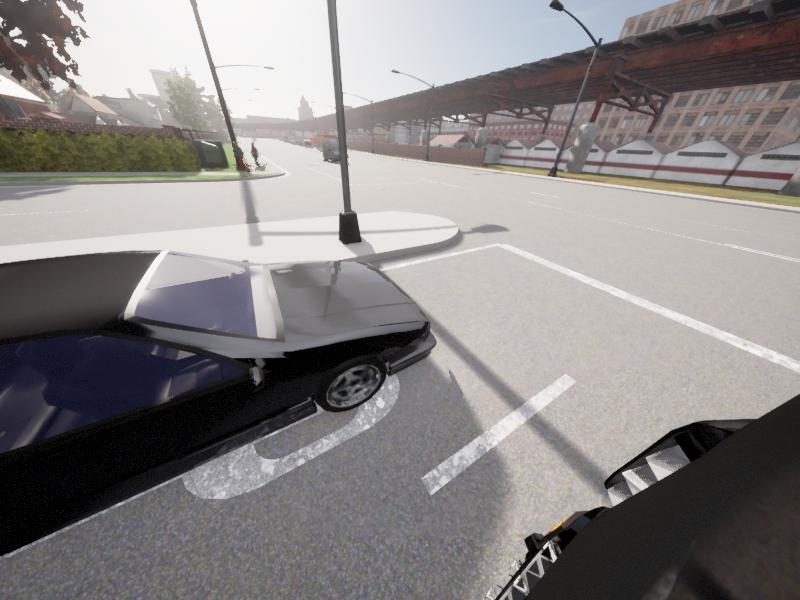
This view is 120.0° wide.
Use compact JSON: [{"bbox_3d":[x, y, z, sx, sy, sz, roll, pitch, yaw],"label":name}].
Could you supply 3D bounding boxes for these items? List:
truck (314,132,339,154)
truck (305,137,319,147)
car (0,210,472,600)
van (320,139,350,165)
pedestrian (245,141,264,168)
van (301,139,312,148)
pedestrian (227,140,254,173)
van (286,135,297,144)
[{"bbox_3d":[-17.225,-36.629,53.703,2.891,3.827,8.468,-16,39,-26],"label":"truck"},{"bbox_3d":[-28.913,-51.911,75.867,2.627,2.467,5.204,-16,39,-26],"label":"truck"},{"bbox_3d":[-2.268,0.471,1.802,5.357,1.411,2.033,-16,38,-26],"label":"car"},{"bbox_3d":[-8.681,-19.704,30.656,1.988,2.561,5.915,-16,38,-26],"label":"van"},{"bbox_3d":[-11.902,-11.916,18.975,0.751,1.860,0.751,-8,35,-16],"label":"pedestrian"},{"bbox_3d":[-27.901,-46.736,68.870,2.069,2.038,4.480,-16,39,-26],"label":"van"},{"bbox_3d":[-11.066,-9.943,16.068,0.751,1.860,0.751,18,37,22],"label":"pedestrian"},{"bbox_3d":[-40.274,-59.540,85.846,2.351,2.431,6.366,-16,39,-26],"label":"van"}]
